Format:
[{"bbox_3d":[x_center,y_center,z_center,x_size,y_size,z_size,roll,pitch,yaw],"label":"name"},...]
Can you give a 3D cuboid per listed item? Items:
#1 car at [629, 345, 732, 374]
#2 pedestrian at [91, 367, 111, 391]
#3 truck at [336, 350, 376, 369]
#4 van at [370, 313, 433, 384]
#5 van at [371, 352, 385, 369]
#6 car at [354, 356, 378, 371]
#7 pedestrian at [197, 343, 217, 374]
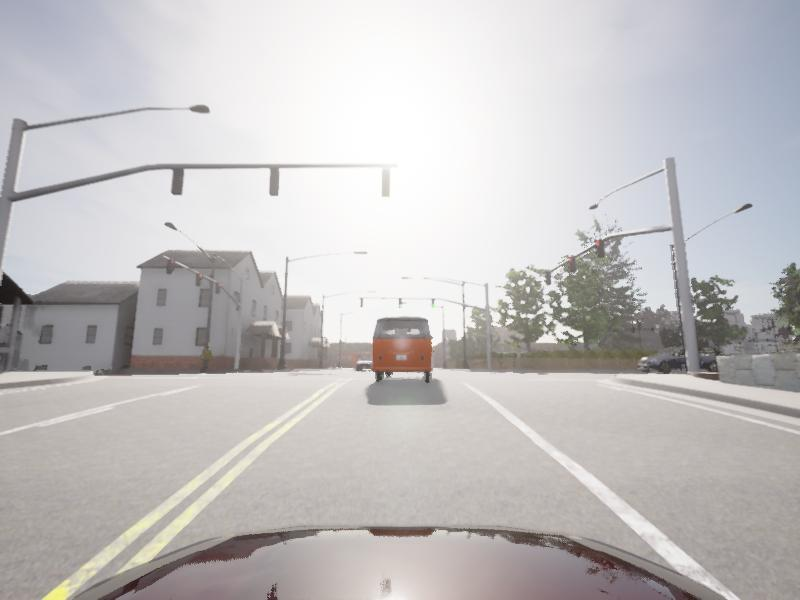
[{"bbox_3d":[17.312,3.724,24.923,4.611,1.667,2.242,0,-9,1],"label":"car"},{"bbox_3d":[-23.680,6.268,31.707,0.751,1.860,0.751,0,-9,0],"label":"pedestrian"},{"bbox_3d":[-9.835,13.403,89.745,8.468,3.827,2.891,-2,-9,-1],"label":"truck"},{"bbox_3d":[0.225,1.672,13.602,1.775,1.987,4.442,-1,-8,5],"label":"van"},{"bbox_3d":[-3.453,9.679,63.626,1.988,2.561,5.915,0,-9,0],"label":"van"},{"bbox_3d":[-3.469,6.636,41.725,2.033,1.411,5.357,0,-9,0],"label":"car"},{"bbox_3d":[-11.812,3.584,24.524,0.751,1.860,0.751,1,-9,-8],"label":"pedestrian"}]
